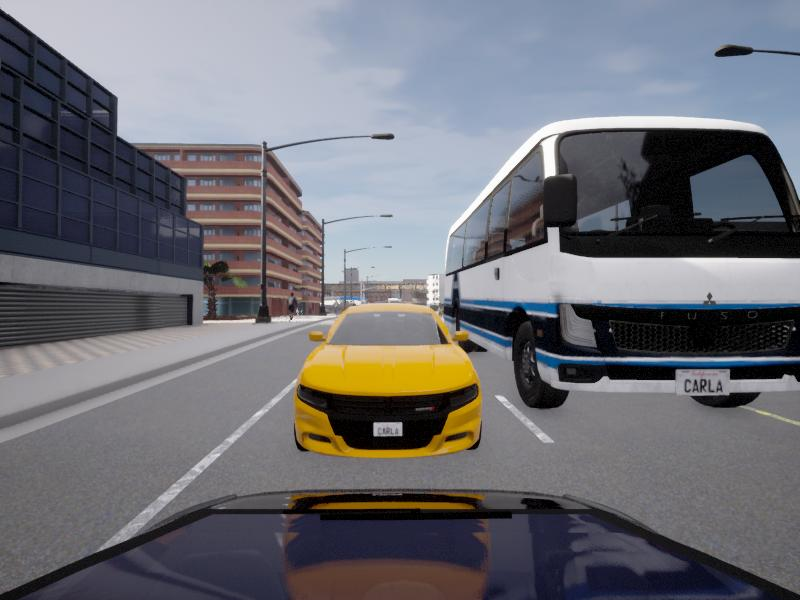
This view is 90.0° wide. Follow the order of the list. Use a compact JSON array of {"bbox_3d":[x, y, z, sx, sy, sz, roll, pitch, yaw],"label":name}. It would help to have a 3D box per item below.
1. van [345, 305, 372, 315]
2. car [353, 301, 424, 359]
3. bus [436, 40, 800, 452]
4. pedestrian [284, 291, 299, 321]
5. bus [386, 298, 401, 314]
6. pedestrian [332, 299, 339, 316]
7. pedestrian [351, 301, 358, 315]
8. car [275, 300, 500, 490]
[{"bbox_3d":[-10.246,2.372,99.073,6.366,2.431,2.351,0,-1,-2],"label":"van"},{"bbox_3d":[-0.325,0.768,12.619,1.812,1.442,4.674,0,1,-1],"label":"car"},{"bbox_3d":[3.384,-0.601,9.306,3.944,4.253,10.273,0,1,-1],"label":"bus"},{"bbox_3d":[-6.752,0.358,24.967,0.751,1.860,0.751,0,-1,-1],"label":"pedestrian"},{"bbox_3d":[-1.724,1.664,110.634,3.944,4.253,10.273,0,-1,-1],"label":"bus"},{"bbox_3d":[-7.207,0.816,44.893,0.751,1.860,0.751,0,-1,-4],"label":"pedestrian"},{"bbox_3d":[-5.953,1.071,52.087,0.751,1.860,0.751,0,-1,3],"label":"pedestrian"},{"bbox_3d":[-0.158,0.790,5.854,1.882,1.535,5.008,0,1,-1],"label":"car"}]
